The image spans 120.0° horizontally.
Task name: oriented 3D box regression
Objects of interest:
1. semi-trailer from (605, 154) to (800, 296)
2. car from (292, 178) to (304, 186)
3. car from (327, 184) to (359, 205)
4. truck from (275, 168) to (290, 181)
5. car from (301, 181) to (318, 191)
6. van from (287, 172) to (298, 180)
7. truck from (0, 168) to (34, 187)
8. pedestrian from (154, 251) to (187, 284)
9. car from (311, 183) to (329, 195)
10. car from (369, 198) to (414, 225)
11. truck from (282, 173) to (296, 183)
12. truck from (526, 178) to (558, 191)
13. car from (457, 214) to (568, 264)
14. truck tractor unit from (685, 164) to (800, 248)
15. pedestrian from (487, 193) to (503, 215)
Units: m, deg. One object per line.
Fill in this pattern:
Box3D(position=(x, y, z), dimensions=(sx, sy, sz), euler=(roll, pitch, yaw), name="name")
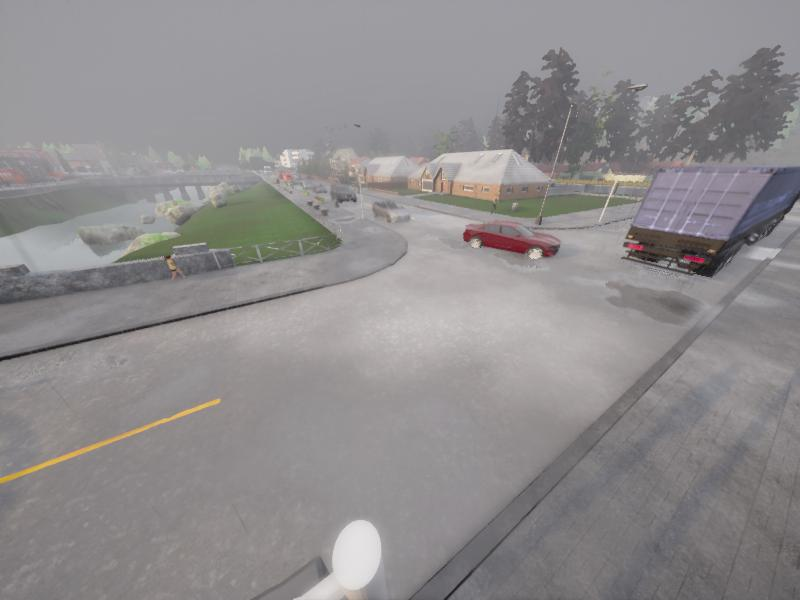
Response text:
Box3D(position=(16.155, -4.418, 11.448), dimensions=(14.254, 4.402, 2.717), euler=(-16, 34, -26), name="semi-trailer")
Box3D(position=(-25.211, -29.015, 56.922), dimensions=(1.789, 1.549, 3.705), euler=(-16, 33, -26), name="car")
Box3D(position=(-7.502, -13.868, 30.191), dimensions=(2.150, 2.045, 5.566), euler=(-16, 34, -26), name="car")
Box3D(position=(-40.237, -43.025, 78.903), dimensions=(2.891, 3.827, 8.468), euler=(-16, 34, -26), name="truck")
Box3D(position=(-18.173, -22.907, 46.356), dimensions=(2.038, 1.542, 4.974), euler=(-16, 34, -26), name="car")
Box3D(position=(-39.532, -45.820, 85.140), dimensions=(2.351, 2.431, 6.366), euler=(-16, 34, -26), name="van")
Box3D(position=(-96.680, -30.243, 56.764), dimensions=(2.891, 3.827, 8.468), euler=(-16, 34, -26), name="truck")
Box3D(position=(-8.947, -1.276, 9.050), dimensions=(0.500, 1.100, 0.500), euler=(-16, 34, -26), name="pedestrian")
Box3D(position=(-13.913, -19.244, 39.940), dimensions=(1.851, 1.617, 3.988), euler=(-16, 34, -26), name="car")
Box3D(position=(-0.889, -7.924, 20.411), dimensions=(2.007, 1.525, 4.514), euler=(-16, 34, -26), name="car")
Box3D(position=(-32.744, -35.946, 68.002), dimensions=(2.627, 2.467, 5.204), euler=(-16, 34, -26), name="truck")
Box3D(position=(27.281, -22.337, 44.478), dimensions=(2.069, 2.038, 4.478), euler=(-16, 34, -26), name="truck")
Box3D(position=(6.002, -3.550, 12.825), dimensions=(5.008, 1.535, 1.882), euler=(21, 36, 32), name="car")
Box3D(position=(23.011, -6.313, 14.921), dimensions=(6.516, 4.208, 3.053), euler=(-16, 34, -25), name="truck tractor unit")
Box3D(position=(8.956, -9.073, 21.814), dimensions=(0.751, 1.860, 0.751), euler=(-17, 34, -27), name="pedestrian")
